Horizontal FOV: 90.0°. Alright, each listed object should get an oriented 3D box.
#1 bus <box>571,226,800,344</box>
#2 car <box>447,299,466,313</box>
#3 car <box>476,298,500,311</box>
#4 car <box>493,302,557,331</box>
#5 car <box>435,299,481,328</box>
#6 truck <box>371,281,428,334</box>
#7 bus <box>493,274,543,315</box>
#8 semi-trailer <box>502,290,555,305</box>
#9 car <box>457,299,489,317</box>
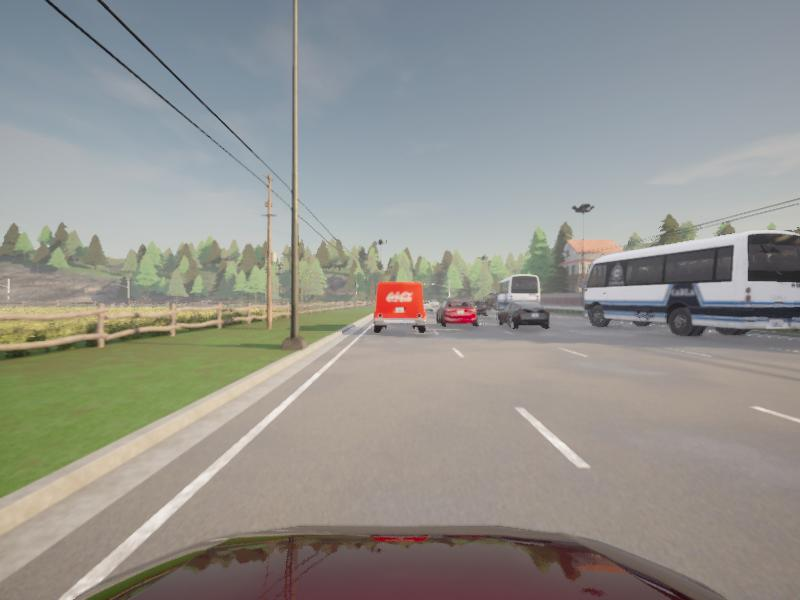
[{"bbox_3d":[13.226,-0.540,19.758,3.944,4.253,10.273,1,0,-9],"label":"bus"},{"bbox_3d":[7.283,0.738,51.779,2.242,1.667,4.611,0,0,6],"label":"car"},{"bbox_3d":[12.641,0.627,57.516,1.905,1.878,3.866,0,0,-11],"label":"car"},{"bbox_3d":[7.004,0.843,23.063,2.163,1.488,4.792,0,0,0],"label":"car"},{"bbox_3d":[3.498,0.749,25.200,2.242,1.667,4.611,0,0,0],"label":"car"},{"bbox_3d":[-0.002,0.352,21.148,2.627,2.467,5.204,0,0,0],"label":"truck"},{"bbox_3d":[13.510,-0.552,46.918,3.944,4.253,10.273,1,0,7],"label":"bus"},{"bbox_3d":[36.657,-0.657,114.395,14.254,4.402,2.717,0,0,2],"label":"semi-trailer"},{"bbox_3d":[6.999,0.744,38.969,2.242,1.667,4.611,0,0,0],"label":"car"}]
